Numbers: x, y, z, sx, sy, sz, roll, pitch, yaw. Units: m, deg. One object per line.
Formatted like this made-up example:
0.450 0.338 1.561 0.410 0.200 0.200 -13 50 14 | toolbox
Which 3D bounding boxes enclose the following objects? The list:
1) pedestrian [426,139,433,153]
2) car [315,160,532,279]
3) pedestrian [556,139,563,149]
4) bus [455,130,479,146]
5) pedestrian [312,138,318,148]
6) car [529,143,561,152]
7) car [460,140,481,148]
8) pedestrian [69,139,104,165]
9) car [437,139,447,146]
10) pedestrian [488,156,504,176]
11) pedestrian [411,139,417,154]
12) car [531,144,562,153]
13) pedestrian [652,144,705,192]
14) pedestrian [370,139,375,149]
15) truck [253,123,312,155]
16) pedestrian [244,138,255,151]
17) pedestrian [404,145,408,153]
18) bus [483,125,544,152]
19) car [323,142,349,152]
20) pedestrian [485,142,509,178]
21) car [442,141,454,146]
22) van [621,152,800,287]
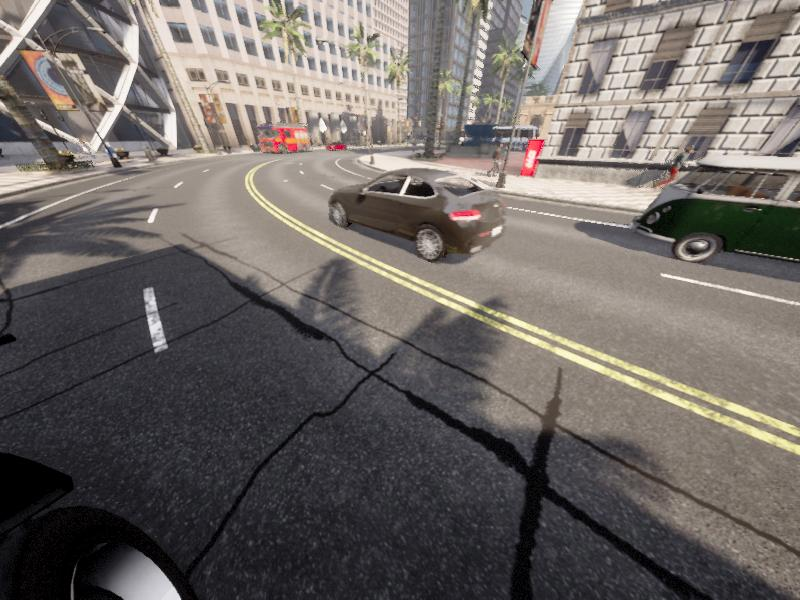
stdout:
4.628 -24.259 36.449 0.751 1.860 0.751 23 41 29 | pedestrian
0.214 -2.547 6.118 5.027 1.651 2.152 29 44 34 | car
38.581 -37.819 55.961 0.751 1.860 0.751 29 44 34 | pedestrian
23.076 -55.528 79.188 3.944 4.253 10.273 22 41 28 | bus
-18.891 -35.019 51.528 0.751 1.860 0.751 -22 41 -28 | pedestrian
30.659 -32.493 49.051 5.357 1.411 2.033 22 41 28 | car
18.202 -40.583 60.090 2.097 1.767 4.553 -25 42 -31 | car
-27.054 -12.819 19.961 0.751 1.860 0.751 3 35 4 | pedestrian
14.508 -54.448 79.661 1.905 1.878 3.866 22 41 28 | car
6.317 -8.817 15.211 0.500 1.100 0.500 -12 37 -17 | pedestrian
2.232 -23.969 36.018 0.751 1.860 0.751 9 36 12 | pedestrian
27.720 -28.750 43.802 4.718 1.301 1.895 22 41 28 | car
12.981 -6.169 10.846 0.751 1.860 0.751 23 41 28 | pedestrian
-6.305 -35.630 52.760 0.751 1.860 0.751 21 40 26 | pedestrian
-18.168 -25.583 36.744 2.891 3.827 8.468 10 36 14 | truck
-25.338 -26.161 38.907 0.751 1.860 0.751 -3 35 -4 | pedestrian
1.028 -25.012 38.147 0.500 1.100 0.500 8 36 11 | pedestrian
23.700 -34.118 48.824 10.273 4.253 3.944 22 41 28 | bus
-11.861 -28.575 43.036 2.007 1.525 4.514 17 39 23 | car
6.012 -8.664 14.331 0.751 1.860 0.751 28 43 33 | pedestrian
15.990 -51.917 76.569 1.895 1.301 4.718 22 41 28 | car
7.726 -1.605 4.527 4.442 1.987 1.775 24 41 29 | van
